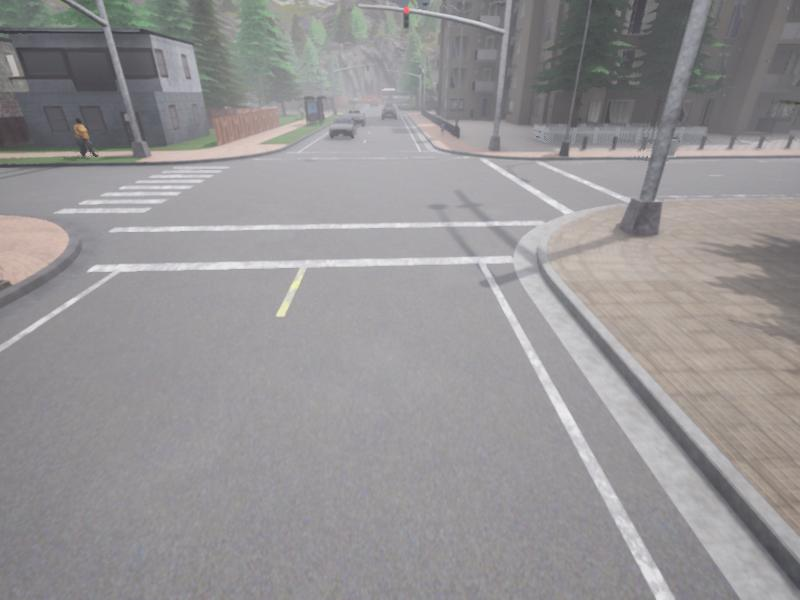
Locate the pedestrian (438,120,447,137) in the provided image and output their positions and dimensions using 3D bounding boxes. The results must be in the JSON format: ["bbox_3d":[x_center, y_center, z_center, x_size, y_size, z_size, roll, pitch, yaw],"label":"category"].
[{"bbox_3d":[3.057,-12.281,28.707,0.500,1.100,0.500,-1,27,-3],"label":"pedestrian"}]

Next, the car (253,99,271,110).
[{"bbox_3d":[-27.227,-38.682,78.998,1.932,1.855,4.605,-1,27,-2],"label":"car"}]

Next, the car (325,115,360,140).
[{"bbox_3d":[-4.300,-13.344,30.837,2.033,1.411,5.357,-1,27,-1],"label":"car"}]

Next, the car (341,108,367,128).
[{"bbox_3d":[-4.584,-18.532,40.617,2.152,1.651,5.027,-1,27,-1],"label":"car"}]

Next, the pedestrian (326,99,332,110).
[{"bbox_3d":[-13.454,-37.186,76.031,0.751,1.860,0.751,-22,34,-35],"label":"pedestrian"}]

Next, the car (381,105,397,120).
[{"bbox_3d":[-1.419,-24.494,52.238,2.038,1.542,4.974,-1,27,-1],"label":"car"}]

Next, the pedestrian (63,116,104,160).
[{"bbox_3d":[-15.098,-7.750,19.111,0.751,1.860,0.751,6,28,12],"label":"pedestrian"}]

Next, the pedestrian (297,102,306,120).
[{"bbox_3d":[-11.675,-22.444,47.546,0.751,1.860,0.751,-3,27,-5],"label":"pedestrian"}]

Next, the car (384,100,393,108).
[{"bbox_3d":[-2.681,-46.975,95.794,2.128,1.511,4.902,-1,27,-1],"label":"car"}]

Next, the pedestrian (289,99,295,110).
[{"bbox_3d":[-20.690,-37.433,76.516,0.751,1.860,0.751,1,27,2],"label":"pedestrian"}]
